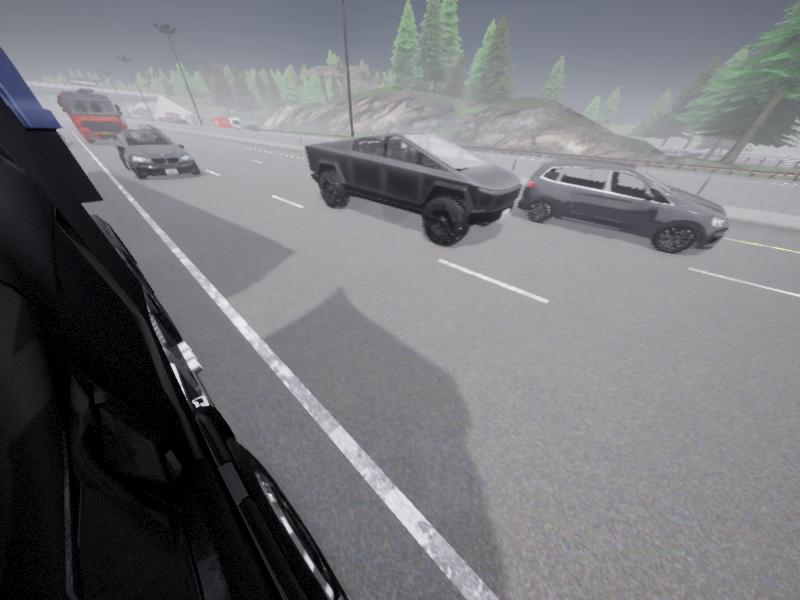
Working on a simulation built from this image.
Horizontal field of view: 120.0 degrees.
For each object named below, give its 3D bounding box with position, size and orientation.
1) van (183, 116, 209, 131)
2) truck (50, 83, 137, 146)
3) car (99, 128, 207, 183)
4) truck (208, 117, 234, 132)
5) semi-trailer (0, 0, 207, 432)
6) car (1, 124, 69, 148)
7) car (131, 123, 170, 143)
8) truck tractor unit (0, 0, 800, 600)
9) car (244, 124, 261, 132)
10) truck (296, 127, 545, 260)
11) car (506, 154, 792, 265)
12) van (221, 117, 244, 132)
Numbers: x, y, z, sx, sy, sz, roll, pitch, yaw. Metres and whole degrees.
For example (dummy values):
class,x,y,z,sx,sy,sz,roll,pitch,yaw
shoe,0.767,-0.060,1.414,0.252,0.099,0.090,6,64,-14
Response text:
class,x,y,z,sx,sy,sz,roll,pitch,yaw
van,-46.047,-39.811,52.076,6.366,2.431,2.351,29,44,30
truck,-28.024,-16.738,21.133,8.468,3.827,2.891,29,44,30
car,-11.356,-6.772,10.626,4.611,1.667,2.242,28,44,30
truck,-40.175,-39.387,51.843,5.204,2.467,2.627,29,44,30
semi-trailer,-9.056,-3.327,3.851,14.254,4.402,2.717,24,41,26
car,-28.006,-12.773,17.940,1.895,1.301,4.718,-28,46,-34
car,-26.520,-17.752,24.549,4.193,1.474,1.816,29,44,31
truck tractor unit,-2.645,-0.295,0.351,6.516,4.208,3.053,28,44,30
car,-36.410,-42.454,57.010,4.193,1.474,1.816,29,44,30
truck,0.034,-3.503,6.599,6.274,2.098,2.390,28,44,31
car,5.940,-2.871,6.476,4.611,1.667,2.242,28,44,30
van,-40.434,-42.327,55.700,5.915,2.561,1.988,29,44,30
